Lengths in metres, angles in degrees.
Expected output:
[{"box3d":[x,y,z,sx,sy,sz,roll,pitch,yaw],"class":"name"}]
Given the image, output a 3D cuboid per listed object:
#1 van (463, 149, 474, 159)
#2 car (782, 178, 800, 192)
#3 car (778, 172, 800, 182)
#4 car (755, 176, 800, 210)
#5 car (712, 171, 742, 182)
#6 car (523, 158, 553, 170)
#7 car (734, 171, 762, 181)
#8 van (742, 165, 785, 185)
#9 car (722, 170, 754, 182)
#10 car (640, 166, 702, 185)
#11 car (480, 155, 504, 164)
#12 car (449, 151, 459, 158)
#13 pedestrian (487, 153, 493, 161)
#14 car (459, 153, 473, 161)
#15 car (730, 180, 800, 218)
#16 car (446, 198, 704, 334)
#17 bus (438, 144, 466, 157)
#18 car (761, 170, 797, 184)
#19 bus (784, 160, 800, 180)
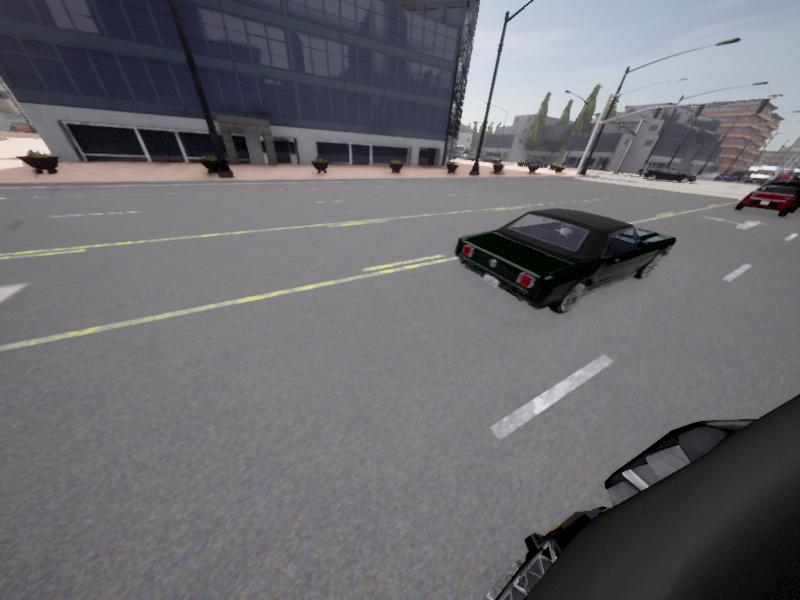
[{"box3d":[22.411,-47.592,75.513,1.988,2.561,5.915,17,36,20],"class":"van"},{"box3d":[49.885,-13.825,27.968,4.181,1.385,1.994,-3,34,-10],"class":"car"},{"box3d":[82.202,-25.914,48.579,4.193,1.474,1.816,-15,38,-24],"class":"car"},{"box3d":[27.012,-7.342,15.680,5.238,1.638,1.930,-14,37,-25],"class":"car"},{"box3d":[56.044,-21.160,39.597,4.193,1.474,1.816,-14,37,-25],"class":"car"},{"box3d":[25.173,-24.953,42.275,1.816,1.474,4.193,-14,37,-25],"class":"car"},{"box3d":[68.606,-24.451,45.533,5.008,1.535,1.882,-15,38,-24],"class":"car"},{"box3d":[58.375,-19.993,37.077,5.915,2.561,1.988,-14,37,-25],"class":"van"},{"box3d":[62.184,-22.786,42.469,5.238,1.638,1.930,-15,37,-24],"class":"car"},{"box3d":[34.858,-16.212,29.938,5.008,1.535,1.882,29,41,33],"class":"car"},{"box3d":[21.547,-33.178,54.507,2.033,1.411,5.357,-11,36,-22],"class":"car"},{"box3d":[20.847,-56.447,89.458,1.905,1.878,3.866,-11,36,-22],"class":"car"},{"box3d":[23.135,-36.687,59.276,0.751,1.860,0.751,24,38,27],"class":"pedestrian"},{"box3d":[17.965,-39.161,63.132,2.007,1.525,4.514,-2,34,-9],"class":"car"},{"box3d":[20.949,-5.714,12.862,4.193,1.474,1.816,-15,37,-25],"class":"car"},{"box3d":[3.504,-1.073,4.667,4.718,1.301,1.895,-15,38,-25],"class":"car"},{"box3d":[21.694,-62.781,97.016,10.273,4.253,3.944,1,33,-4],"class":"bus"},{"box3d":[70.540,-22.959,42.983,5.566,2.045,2.150,-15,38,-24],"class":"car"},{"box3d":[97.901,-31.073,55.094,10.273,4.253,3.944,-14,37,-25],"class":"bus"}]
